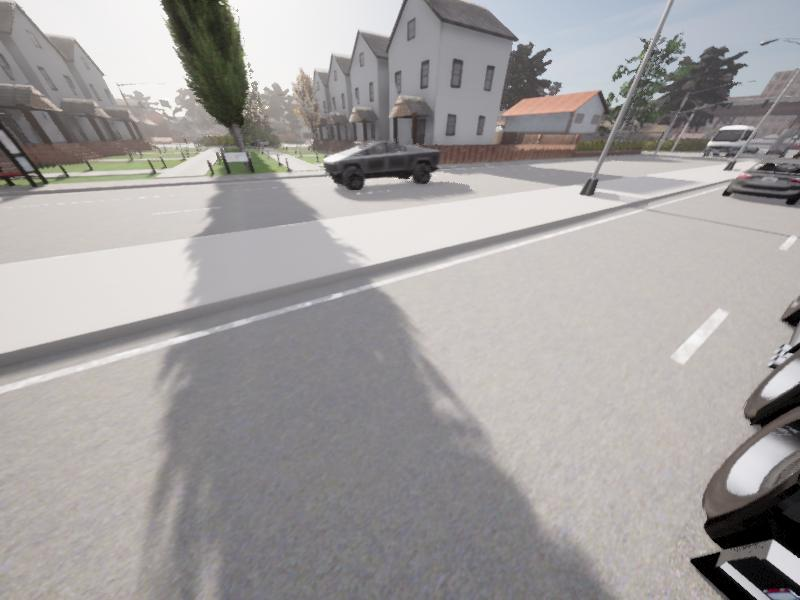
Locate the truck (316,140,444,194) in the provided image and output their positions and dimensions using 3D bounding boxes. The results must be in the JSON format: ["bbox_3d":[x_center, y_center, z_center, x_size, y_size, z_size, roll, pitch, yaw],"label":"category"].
[{"bbox_3d":[-0.920,-7.477,12.700,6.274,2.098,2.390,-18,39,-24],"label":"truck"}]

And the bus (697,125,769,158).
[{"bbox_3d":[56.946,-27.133,39.556,10.273,4.253,3.944,-18,39,-24],"label":"bus"}]

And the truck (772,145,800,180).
[{"bbox_3d":[31.487,-10.372,17.312,6.274,2.098,2.390,-18,39,-24],"label":"truck"}]

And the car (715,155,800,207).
[{"bbox_3d":[18.014,-5.807,11.010,4.611,1.667,2.242,-18,39,-25],"label":"car"}]

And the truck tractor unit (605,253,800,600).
[{"bbox_3d":[5.094,-0.316,0.811,6.516,4.208,3.053,-19,39,-25],"label":"truck tractor unit"}]

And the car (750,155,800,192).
[{"bbox_3d":[23.907,-7.671,13.862,4.974,1.542,2.038,-18,39,-24],"label":"car"}]
